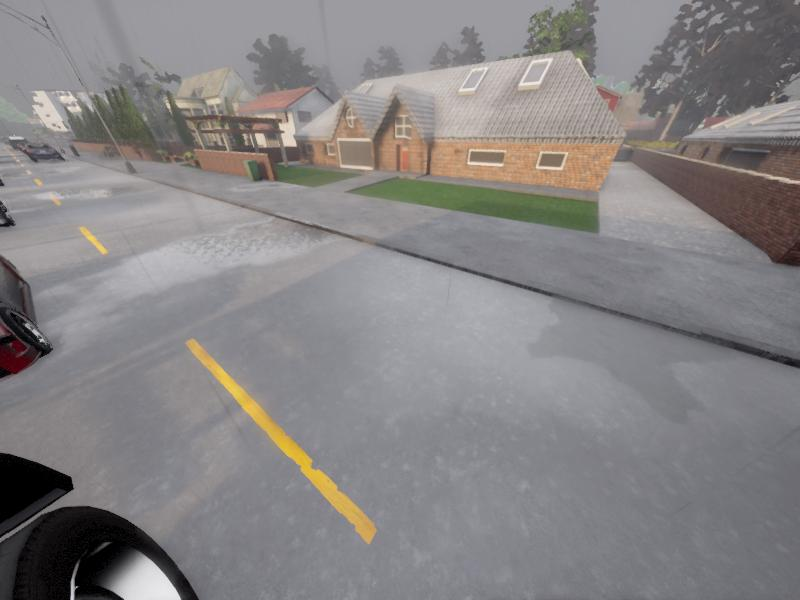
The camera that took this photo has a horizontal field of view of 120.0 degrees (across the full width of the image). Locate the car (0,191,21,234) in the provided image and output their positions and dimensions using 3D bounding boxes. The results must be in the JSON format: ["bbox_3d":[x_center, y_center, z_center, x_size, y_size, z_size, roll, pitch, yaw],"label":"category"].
[{"bbox_3d":[-13.430,-2.923,6.657,4.514,1.525,2.007,22,41,28],"label":"car"}]

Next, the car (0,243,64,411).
[{"bbox_3d":[-6.081,0.144,2.532,4.181,1.385,1.994,22,40,28],"label":"car"}]

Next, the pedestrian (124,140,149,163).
[{"bbox_3d":[-25.750,-14.589,22.631,0.751,1.860,0.751,22,40,27],"label":"pedestrian"}]

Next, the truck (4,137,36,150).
[{"bbox_3d":[-74.463,-30.731,45.250,6.274,2.098,2.390,22,41,28],"label":"truck"}]

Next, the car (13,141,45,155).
[{"bbox_3d":[-55.718,-22.924,34.717,3.988,1.617,1.851,22,41,28],"label":"car"}]

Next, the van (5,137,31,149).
[{"bbox_3d":[-81.699,-33.638,49.392,4.480,2.038,2.069,22,41,28],"label":"van"}]

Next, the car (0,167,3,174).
[{"bbox_3d":[-30.797,-9.948,16.566,4.193,1.474,1.816,22,41,28],"label":"car"}]

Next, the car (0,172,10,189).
[{"bbox_3d":[-22.802,-6.726,11.996,4.514,1.525,2.007,22,41,28],"label":"car"}]

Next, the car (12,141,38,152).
[{"bbox_3d":[-65.345,-26.776,40.233,4.193,1.474,1.816,22,41,28],"label":"car"}]

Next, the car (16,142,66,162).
[{"bbox_3d":[-39.649,-16.428,25.540,4.611,1.667,2.242,22,41,28],"label":"car"}]

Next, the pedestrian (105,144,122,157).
[{"bbox_3d":[-35.420,-18.496,28.603,0.751,1.300,0.751,26,42,31],"label":"pedestrian"}]
